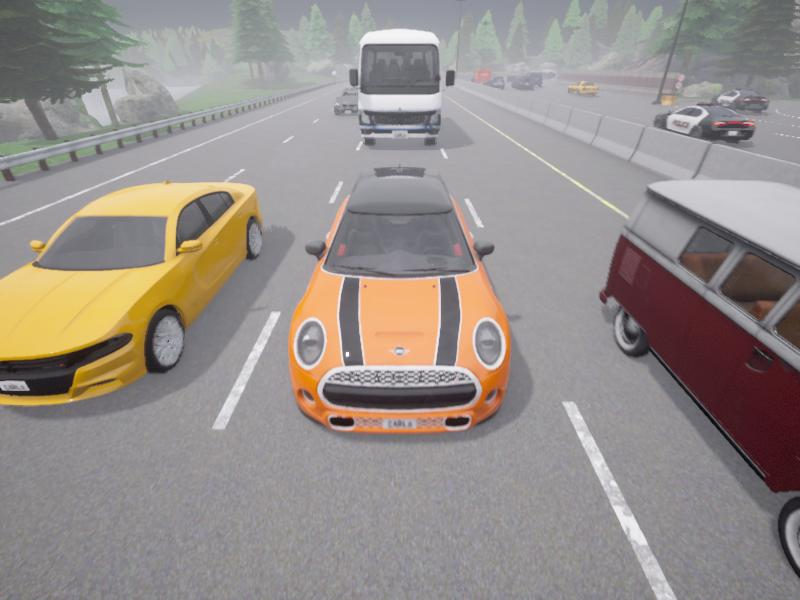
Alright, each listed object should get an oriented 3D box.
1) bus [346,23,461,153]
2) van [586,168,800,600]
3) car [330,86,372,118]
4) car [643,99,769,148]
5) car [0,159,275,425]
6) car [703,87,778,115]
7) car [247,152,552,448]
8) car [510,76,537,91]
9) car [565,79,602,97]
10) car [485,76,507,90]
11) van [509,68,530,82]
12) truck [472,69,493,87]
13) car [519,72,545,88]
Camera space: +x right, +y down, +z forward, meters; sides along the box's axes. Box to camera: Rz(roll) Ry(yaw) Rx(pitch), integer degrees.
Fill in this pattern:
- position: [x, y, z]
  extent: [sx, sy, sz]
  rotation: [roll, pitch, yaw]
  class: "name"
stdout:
- position: [0.109, -10.258, 19.250]
  extent: [3.944, 4.253, 10.273]
  rotation: [0, 30, 0]
  class: "bus"
- position: [3.499, 0.480, 3.185]
  extent: [1.775, 1.987, 4.442]
  rotation: [0, 31, 0]
  class: "van"
- position: [-3.332, -14.045, 28.252]
  extent: [2.242, 1.667, 4.611]
  rotation: [1, 30, 2]
  class: "car"
- position: [13.991, -8.427, 18.823]
  extent: [2.038, 1.542, 4.974]
  rotation: [0, 30, 0]
  class: "car"
- position: [-3.502, -0.709, 5.658]
  extent: [1.882, 1.535, 5.008]
  rotation: [0, 30, 0]
  class: "car"
- position: [25.112, -14.876, 29.808]
  extent: [2.038, 1.542, 4.974]
  rotation: [6, 31, 9]
  class: "car"
- position: [-0.003, -0.562, 5.157]
  extent: [2.097, 1.767, 4.553]
  rotation: [0, 30, 0]
  class: "car"
- position: [17.364, -30.602, 56.561]
  extent: [2.242, 1.667, 4.611]
  rotation: [0, 30, 0]
  class: "car"
- position: [20.905, -24.348, 45.904]
  extent: [1.801, 1.575, 5.366]
  rotation: [0, 31, 0]
  class: "car"
- position: [13.859, -31.456, 57.946]
  extent: [2.033, 1.649, 4.856]
  rotation: [0, 30, 0]
  class: "car"
- position: [25.927, -48.721, 86.586]
  extent: [2.351, 2.431, 6.366]
  rotation: [17, 34, 26]
  class: "van"
- position: [13.829, -37.501, 67.429]
  extent: [2.627, 2.467, 5.204]
  rotation: [1, 30, 1]
  class: "truck"
- position: [20.839, -34.807, 63.270]
  extent: [2.150, 2.045, 5.566]
  rotation: [0, 30, 0]
  class: "car"
